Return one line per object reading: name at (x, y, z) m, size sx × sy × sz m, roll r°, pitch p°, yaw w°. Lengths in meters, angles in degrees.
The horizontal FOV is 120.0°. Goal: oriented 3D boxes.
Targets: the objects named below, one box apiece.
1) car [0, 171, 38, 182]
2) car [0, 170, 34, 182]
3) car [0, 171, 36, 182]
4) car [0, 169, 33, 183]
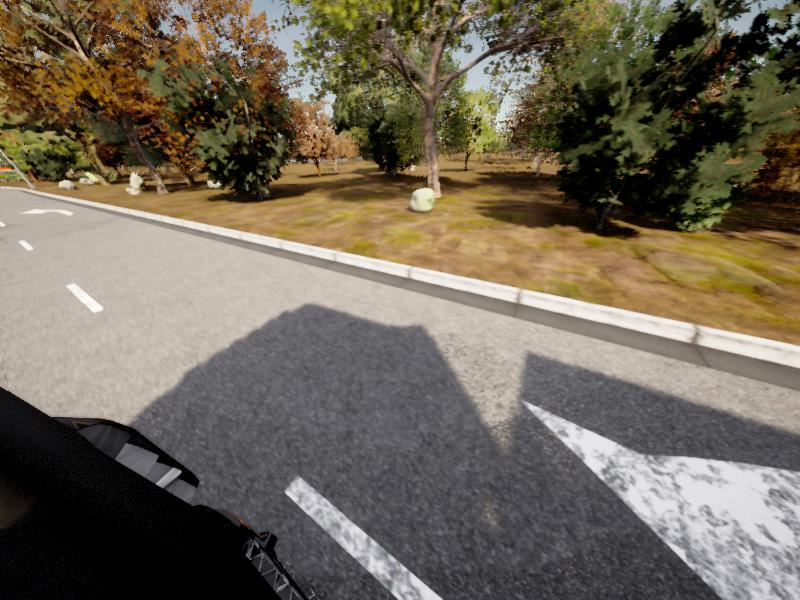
car at (-82.307, -26.285, 49.146) m, size 1.946 × 1.575 × 5.366 m, roll 7°, pitch 34°, yaw 15°
car at (-79.991, -25.402, 47.380) m, size 2.185 × 1.767 × 4.553 m, roll 7°, pitch 34°, yaw 15°
car at (-84.783, -26.966, 50.385) m, size 1.946 × 1.575 × 5.366 m, roll 8°, pitch 34°, yaw 15°
car at (-77.618, -24.581, 45.746) m, size 1.878 × 1.987 × 4.442 m, roll 7°, pitch 34°, yaw 15°
